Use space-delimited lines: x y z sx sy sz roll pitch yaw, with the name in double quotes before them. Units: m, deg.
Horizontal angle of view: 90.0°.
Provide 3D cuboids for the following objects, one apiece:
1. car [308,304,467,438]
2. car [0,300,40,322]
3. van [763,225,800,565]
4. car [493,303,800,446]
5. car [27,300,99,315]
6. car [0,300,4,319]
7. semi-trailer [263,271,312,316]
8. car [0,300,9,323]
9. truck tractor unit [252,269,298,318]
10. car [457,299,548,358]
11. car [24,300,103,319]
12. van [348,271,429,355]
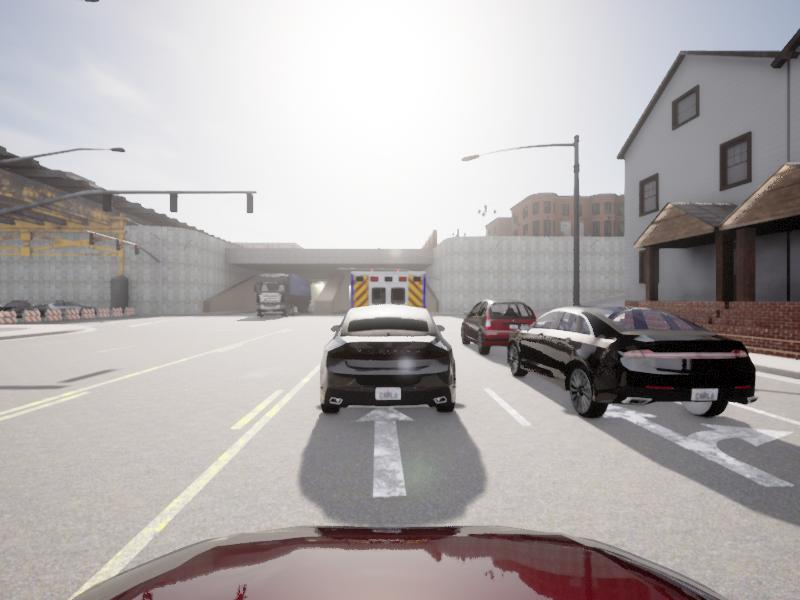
"car" -0.209 0.844 7.073 1.837 1.490 4.892 0 0 -2
"car" -29.116 0.795 30.609 2.038 1.542 4.974 0 0 -38
"van" 3.492 0.572 0.423 2.069 2.038 4.480 0 0 -2
"car" 3.293 0.836 6.852 2.128 1.511 4.902 0 0 -2
"car" -30.092 0.637 35.903 1.853 1.218 4.536 0 0 27
"car" -29.000 0.637 25.964 1.853 1.218 4.536 0 0 42
"semi-trailer" -12.421 -0.621 45.816 2.717 4.402 14.254 0 0 -5
"car" -28.966 0.795 26.003 2.038 1.542 4.974 0 0 42
"truck tractor unit" -11.691 -0.525 37.938 3.053 4.208 6.516 0 0 -8
"car" 3.116 0.788 13.044 1.851 1.617 3.988 0 0 -2
"car" -30.069 0.794 35.949 2.038 1.542 4.974 0 0 27
"van" -0.436 0.377 14.773 2.351 2.431 6.366 0 0 -2
